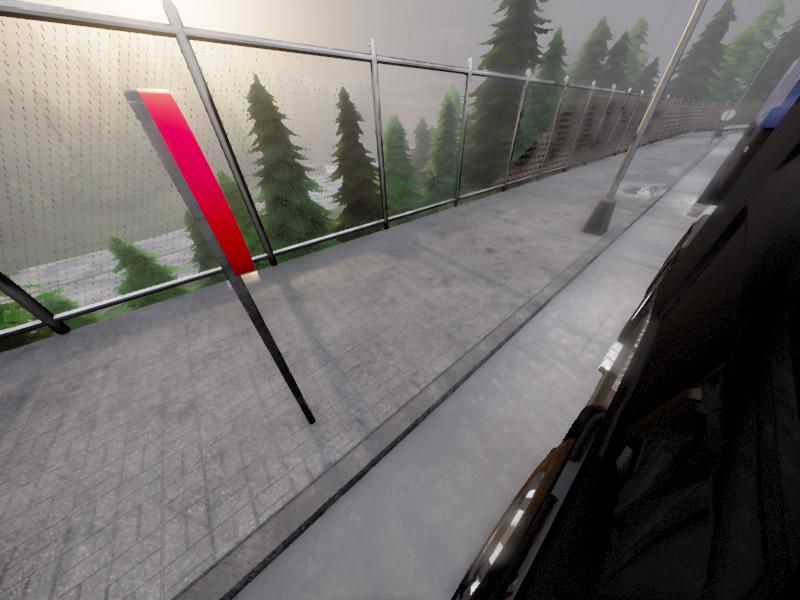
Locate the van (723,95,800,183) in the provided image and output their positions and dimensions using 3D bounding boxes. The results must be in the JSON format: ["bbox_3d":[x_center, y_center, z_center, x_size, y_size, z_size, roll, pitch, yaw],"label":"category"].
[{"bbox_3d":[16.355,-6.920,9.758,5.915,2.561,1.988,-28,44,-30],"label":"van"}]

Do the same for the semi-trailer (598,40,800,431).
[{"bbox_3d":[8.698,-3.606,4.227,14.254,4.402,2.717,-28,44,-30],"label":"semi-trailer"}]

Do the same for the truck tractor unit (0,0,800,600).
[{"bbox_3d":[2.645,-0.295,0.351,6.516,4.208,3.053,-28,44,-30],"label":"truck tractor unit"}]
